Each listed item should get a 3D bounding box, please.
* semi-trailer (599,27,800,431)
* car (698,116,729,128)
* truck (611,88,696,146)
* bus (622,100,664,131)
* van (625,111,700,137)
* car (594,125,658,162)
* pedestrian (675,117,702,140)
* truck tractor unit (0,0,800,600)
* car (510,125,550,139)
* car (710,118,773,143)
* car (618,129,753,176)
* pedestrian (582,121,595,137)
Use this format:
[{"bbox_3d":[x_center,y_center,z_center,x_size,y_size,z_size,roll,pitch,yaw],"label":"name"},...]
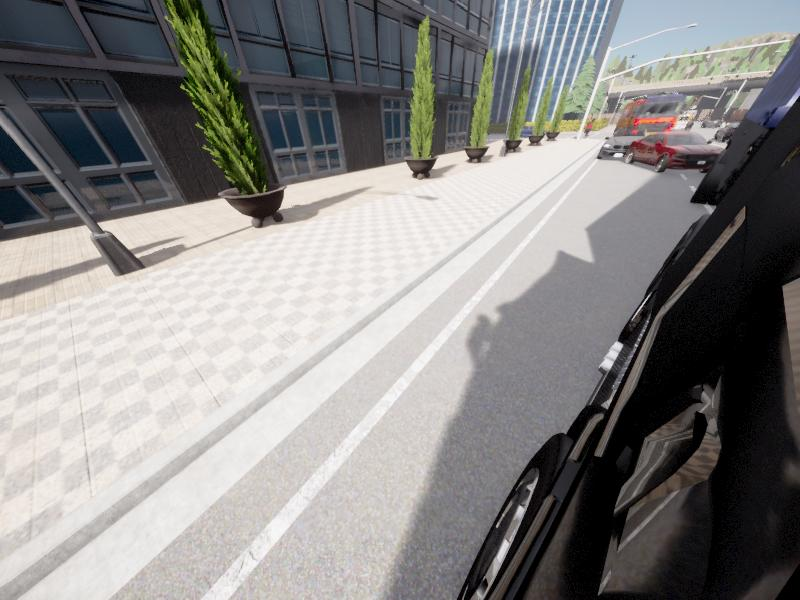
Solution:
[{"bbox_3d":[8.620,-3.658,4.303,14.254,4.402,2.717,-29,44,-31],"label":"semi-trailer"},{"bbox_3d":[56.311,-32.048,41.571,2.242,1.667,4.611,24,44,31],"label":"car"},{"bbox_3d":[24.376,-18.033,23.018,2.891,3.827,8.468,17,41,24],"label":"truck"},{"bbox_3d":[47.640,-36.318,45.652,3.944,4.253,10.273,24,44,31],"label":"bus"},{"bbox_3d":[34.267,-23.284,30.593,2.351,2.431,6.366,-3,37,0],"label":"van"},{"bbox_3d":[14.701,-10.240,15.026,2.242,1.667,4.611,26,45,33],"label":"car"},{"bbox_3d":[29.085,-17.287,23.338,0.751,1.860,0.751,-18,40,-20],"label":"pedestrian"},{"bbox_3d":[2.645,-0.295,0.351,6.516,4.208,3.053,-28,44,-30],"label":"truck tractor unit"},{"bbox_3d":[20.547,-26.707,36.675,4.856,1.649,2.033,24,44,31],"label":"car"},{"bbox_3d":[31.034,-15.630,21.229,1.930,1.638,5.238,24,45,31],"label":"car"},{"bbox_3d":[13.428,-7.461,11.483,1.882,1.535,5.008,9,38,15],"label":"car"},{"bbox_3d":[27.178,-24.617,33.242,0.751,1.860,0.751,25,45,32],"label":"pedestrian"}]
